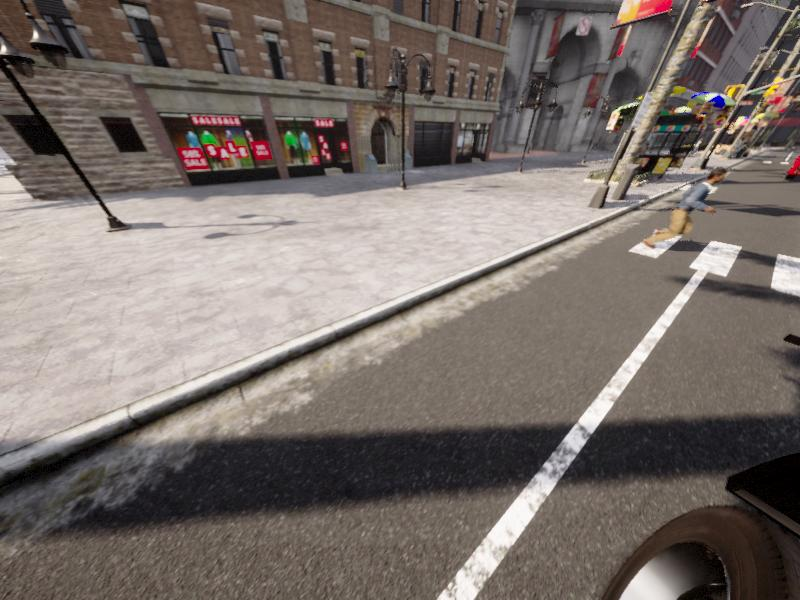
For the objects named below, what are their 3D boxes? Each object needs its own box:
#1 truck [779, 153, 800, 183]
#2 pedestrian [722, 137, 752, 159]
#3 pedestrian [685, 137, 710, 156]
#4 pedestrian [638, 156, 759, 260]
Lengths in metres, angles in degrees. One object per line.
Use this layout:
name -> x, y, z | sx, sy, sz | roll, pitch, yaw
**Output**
truck -> 26.147, -9.116, 13.218 | 8.468, 3.827, 2.891 | -22, 41, -28
pedestrian -> 35.058, -15.855, 24.060 | 0.751, 1.860, 0.751 | -2, 35, -2
pedestrian -> 35.711, -18.473, 27.758 | 0.751, 1.860, 0.751 | 4, 35, 6
pedestrian -> 6.205, -1.939, 4.926 | 0.751, 1.860, 0.751 | -26, 42, -31
